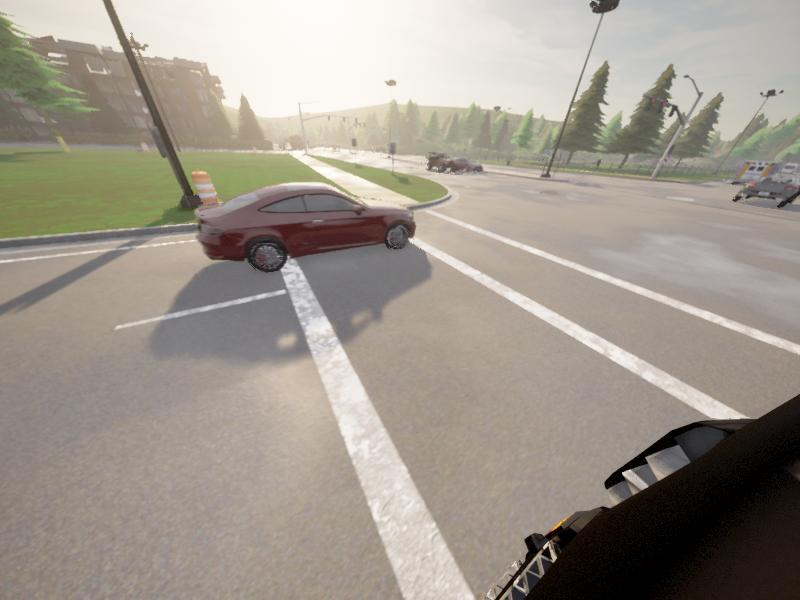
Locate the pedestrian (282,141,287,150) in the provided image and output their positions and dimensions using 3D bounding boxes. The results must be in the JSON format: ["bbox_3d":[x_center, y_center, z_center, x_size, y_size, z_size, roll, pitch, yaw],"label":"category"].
[{"bbox_3d":[-28.974,-38.566,57.783,0.751,1.860,0.751,-13,37,-22],"label":"pedestrian"}]

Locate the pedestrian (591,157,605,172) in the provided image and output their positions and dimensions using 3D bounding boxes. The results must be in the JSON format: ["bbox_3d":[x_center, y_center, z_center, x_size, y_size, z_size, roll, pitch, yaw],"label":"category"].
[{"bbox_3d":[29.075,-19.882,33.937,0.751,1.860,0.751,-14,37,-23],"label":"pedestrian"}]

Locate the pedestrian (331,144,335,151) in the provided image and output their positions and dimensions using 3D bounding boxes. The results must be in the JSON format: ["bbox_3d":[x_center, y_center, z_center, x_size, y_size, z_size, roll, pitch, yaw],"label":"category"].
[{"bbox_3d":[-20.936,-47.954,72.482,0.751,1.860,0.751,-14,37,-24],"label":"pedestrian"}]

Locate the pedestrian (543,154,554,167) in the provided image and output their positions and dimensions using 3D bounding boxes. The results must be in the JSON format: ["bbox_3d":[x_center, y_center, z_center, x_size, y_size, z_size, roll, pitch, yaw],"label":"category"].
[{"bbox_3d":[25.673,-24.060,39.968,0.751,1.860,0.751,-13,37,-22],"label":"pedestrian"}]

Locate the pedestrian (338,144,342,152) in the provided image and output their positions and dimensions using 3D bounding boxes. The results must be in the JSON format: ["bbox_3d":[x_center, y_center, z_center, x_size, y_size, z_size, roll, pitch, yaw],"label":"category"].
[{"bbox_3d":[-17.623,-44.523,67.567,0.751,1.860,0.751,-22,41,-32],"label":"pedestrian"}]

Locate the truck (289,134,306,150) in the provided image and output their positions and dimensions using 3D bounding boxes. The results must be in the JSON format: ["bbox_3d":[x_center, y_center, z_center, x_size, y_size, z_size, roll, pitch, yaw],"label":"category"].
[{"bbox_3d":[-31.932,-48.960,71.737,2.891,3.827,8.468,-16,38,-26],"label":"truck"}]

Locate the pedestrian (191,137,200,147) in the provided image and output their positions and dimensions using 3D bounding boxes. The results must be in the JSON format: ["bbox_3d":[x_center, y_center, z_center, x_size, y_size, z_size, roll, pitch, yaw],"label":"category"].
[{"bbox_3d":[-46.303,-35.797,52.354,0.751,1.860,0.751,-6,35,-13],"label":"pedestrian"}]

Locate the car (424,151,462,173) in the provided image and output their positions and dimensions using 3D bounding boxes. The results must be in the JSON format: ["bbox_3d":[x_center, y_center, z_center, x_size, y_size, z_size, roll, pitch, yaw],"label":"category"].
[{"bbox_3d":[4.548,-15.165,25.345,1.905,1.878,3.866,-16,38,-25],"label":"car"}]

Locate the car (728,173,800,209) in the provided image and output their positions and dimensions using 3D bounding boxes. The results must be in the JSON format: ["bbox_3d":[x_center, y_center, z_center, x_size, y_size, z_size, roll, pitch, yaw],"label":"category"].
[{"bbox_3d":[24.564,-7.295,15.219,5.027,1.651,2.152,-16,38,-26],"label":"car"}]

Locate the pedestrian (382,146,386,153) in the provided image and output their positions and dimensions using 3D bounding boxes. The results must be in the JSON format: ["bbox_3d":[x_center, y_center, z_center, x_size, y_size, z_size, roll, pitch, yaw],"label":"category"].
[{"bbox_3d":[-5.271,-49.201,75.505,0.751,1.860,0.751,-27,44,-37],"label":"pedestrian"}]

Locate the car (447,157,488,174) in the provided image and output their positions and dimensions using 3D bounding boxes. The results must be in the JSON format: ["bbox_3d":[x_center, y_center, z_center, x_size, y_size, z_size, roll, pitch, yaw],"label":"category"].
[{"bbox_3d":[7.713,-15.666,26.803,1.994,1.385,4.181,-16,38,-25],"label":"car"}]

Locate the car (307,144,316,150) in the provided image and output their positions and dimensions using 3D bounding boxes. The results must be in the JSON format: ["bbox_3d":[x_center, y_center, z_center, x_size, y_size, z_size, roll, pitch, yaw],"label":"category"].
[{"bbox_3d":[-32.276,-55.982,84.363,1.837,1.490,4.892,-16,38,-26],"label":"car"}]

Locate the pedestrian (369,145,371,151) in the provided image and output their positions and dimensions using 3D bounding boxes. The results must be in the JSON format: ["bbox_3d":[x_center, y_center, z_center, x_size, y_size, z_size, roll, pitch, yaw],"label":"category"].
[{"bbox_3d":[-11.374,-57.619,87.689,0.751,1.860,0.751,-14,37,-24],"label":"pedestrian"}]

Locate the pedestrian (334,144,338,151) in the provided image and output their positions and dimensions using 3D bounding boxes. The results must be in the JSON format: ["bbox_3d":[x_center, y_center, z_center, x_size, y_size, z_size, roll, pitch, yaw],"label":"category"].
[{"bbox_3d":[-19.386,-45.948,69.657,0.751,1.860,0.751,-16,38,-26],"label":"pedestrian"}]

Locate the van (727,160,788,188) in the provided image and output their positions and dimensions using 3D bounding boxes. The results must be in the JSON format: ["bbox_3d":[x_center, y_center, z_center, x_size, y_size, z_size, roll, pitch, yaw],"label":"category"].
[{"bbox_3d":[41.848,-14.810,27.052,6.366,2.431,2.351,-16,38,-26],"label":"van"}]

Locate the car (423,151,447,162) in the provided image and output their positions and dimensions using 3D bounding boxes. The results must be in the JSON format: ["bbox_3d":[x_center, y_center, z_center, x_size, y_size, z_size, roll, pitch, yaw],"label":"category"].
[{"bbox_3d":[7.083,-29.402,47.159,1.930,1.638,5.238,-16,38,-26],"label":"car"}]

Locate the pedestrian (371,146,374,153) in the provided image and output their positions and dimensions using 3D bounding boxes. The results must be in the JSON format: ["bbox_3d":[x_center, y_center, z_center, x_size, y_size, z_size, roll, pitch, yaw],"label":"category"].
[{"bbox_3d":[-8.785,-47.648,73.184,0.751,1.860,0.751,-26,43,-36],"label":"pedestrian"}]

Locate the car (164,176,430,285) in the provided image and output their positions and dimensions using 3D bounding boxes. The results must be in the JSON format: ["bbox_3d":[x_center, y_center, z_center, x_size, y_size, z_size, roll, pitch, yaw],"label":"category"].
[{"bbox_3d":[-1.821,-1.905,5.351,4.674,1.442,1.812,-16,38,-26],"label":"car"}]
